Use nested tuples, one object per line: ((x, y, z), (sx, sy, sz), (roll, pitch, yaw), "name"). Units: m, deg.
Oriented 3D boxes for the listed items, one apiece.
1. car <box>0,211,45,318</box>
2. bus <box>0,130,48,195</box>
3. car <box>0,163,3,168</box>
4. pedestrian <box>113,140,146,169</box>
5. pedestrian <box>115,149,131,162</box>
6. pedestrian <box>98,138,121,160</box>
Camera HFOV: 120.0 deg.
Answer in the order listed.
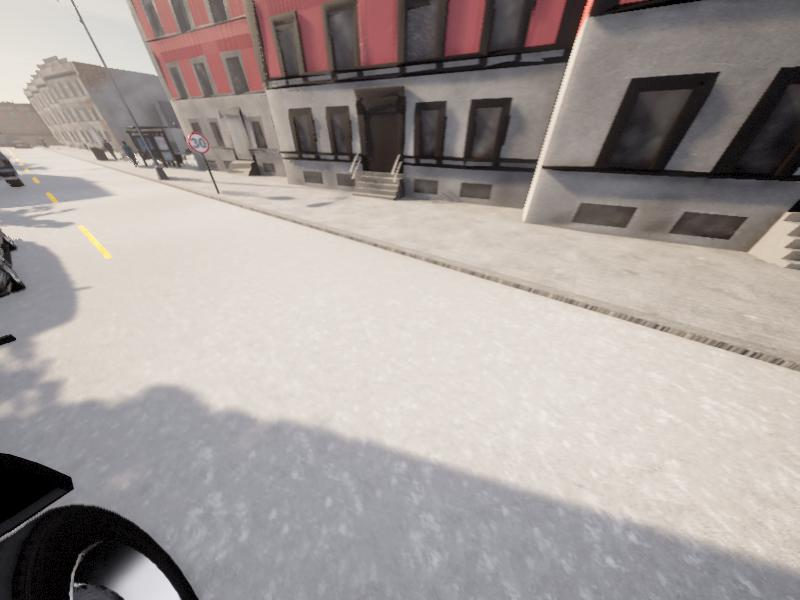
((-8.563, -0.913, 3.922), (5.357, 1.411, 2.033), (22, 41, 28), "car")
((-23.324, -8.185, 11.625), (10.273, 4.253, 3.944), (23, 41, 27), "bus")
((-35.268, -11.998, 18.981), (3.866, 1.878, 1.905), (23, 41, 27), "car")
((-21.178, -11.428, 18.103), (0.751, 1.860, 0.751), (17, 38, 22), "pedestrian")
((-26.712, -13.935, 22.270), (0.500, 1.100, 0.500), (27, 43, 32), "pedestrian")
((-30.881, -16.055, 24.583), (0.751, 1.860, 0.751), (24, 42, 30), "pedestrian")
